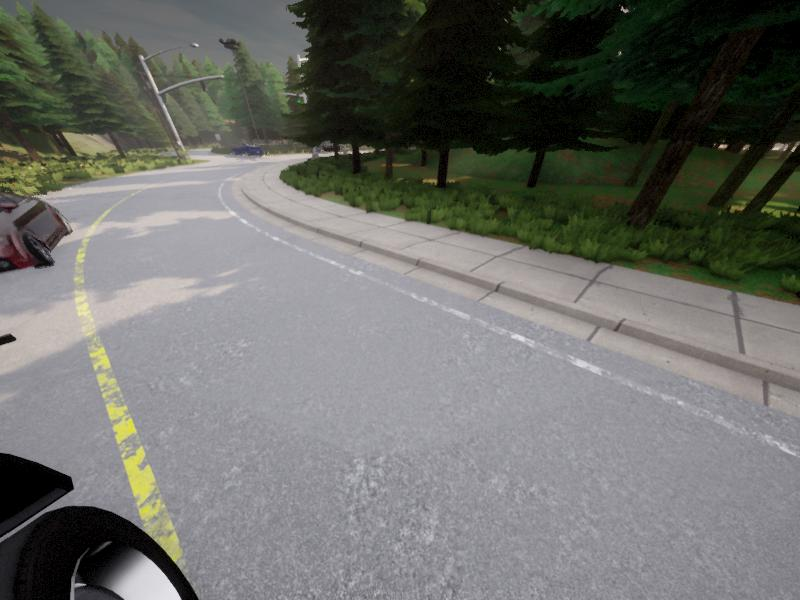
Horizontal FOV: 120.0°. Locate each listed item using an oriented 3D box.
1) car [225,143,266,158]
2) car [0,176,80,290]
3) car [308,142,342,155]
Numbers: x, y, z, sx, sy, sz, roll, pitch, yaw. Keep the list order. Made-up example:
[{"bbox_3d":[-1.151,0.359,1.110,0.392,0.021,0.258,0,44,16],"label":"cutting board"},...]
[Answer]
[{"bbox_3d":[-20.549,-19.978,30.807,5.008,1.535,1.882,18,38,23],"label":"car"},{"bbox_3d":[-8.942,-1.456,4.739,1.994,1.385,4.181,-28,44,-34],"label":"car"},{"bbox_3d":[-11.962,-24.496,37.227,2.128,1.511,4.902,23,41,29],"label":"car"}]
